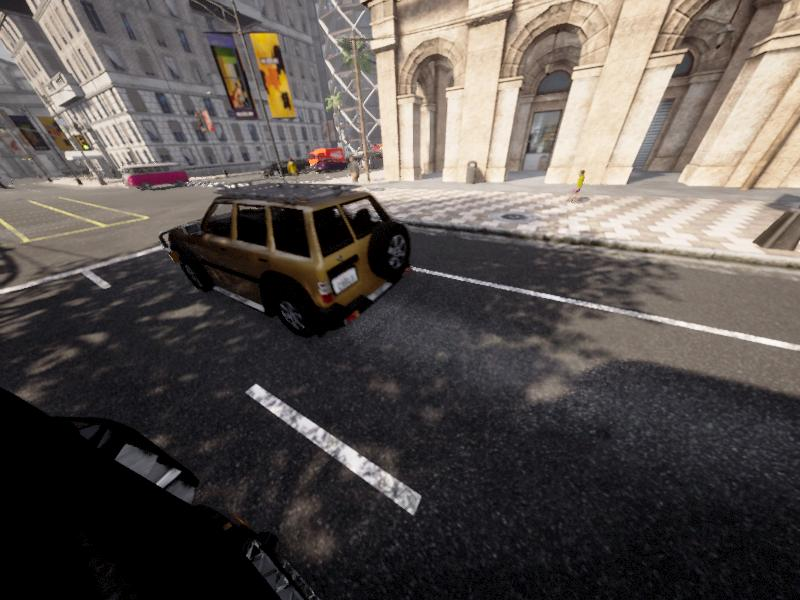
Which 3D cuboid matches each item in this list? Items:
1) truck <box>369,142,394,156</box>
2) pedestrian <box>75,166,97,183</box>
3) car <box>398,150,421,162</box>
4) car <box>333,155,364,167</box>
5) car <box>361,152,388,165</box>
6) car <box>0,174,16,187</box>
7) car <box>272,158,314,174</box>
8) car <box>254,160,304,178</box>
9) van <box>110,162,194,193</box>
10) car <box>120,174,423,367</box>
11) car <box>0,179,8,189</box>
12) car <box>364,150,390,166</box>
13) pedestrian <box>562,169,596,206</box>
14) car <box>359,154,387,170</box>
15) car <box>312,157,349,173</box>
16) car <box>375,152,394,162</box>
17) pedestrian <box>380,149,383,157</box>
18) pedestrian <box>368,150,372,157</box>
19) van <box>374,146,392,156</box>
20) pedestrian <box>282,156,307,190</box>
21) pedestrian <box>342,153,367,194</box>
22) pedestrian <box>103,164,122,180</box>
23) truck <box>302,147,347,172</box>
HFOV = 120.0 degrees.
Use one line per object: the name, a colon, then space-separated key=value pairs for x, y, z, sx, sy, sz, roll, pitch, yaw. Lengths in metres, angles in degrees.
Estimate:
truck: x=-6.583 y=-54.782 z=83.916 sx=8.468 sy=3.827 sz=2.891 roll=9 pitch=35 yaw=17
pedestrian: x=-40.284 y=-16.108 z=29.676 sx=0.751 sy=1.860 sz=0.751 roll=14 pitch=37 yaw=24
car: x=1.856 y=-27.332 z=43.689 sx=1.930 sy=1.638 sz=5.238 roll=16 pitch=38 yaw=27
car: x=-8.863 y=-24.320 z=40.242 sx=2.033 sy=1.411 sz=5.357 roll=16 pitch=38 yaw=26
car: x=-4.377 y=-25.027 z=40.718 sx=1.930 sy=1.638 sz=5.238 roll=16 pitch=37 yaw=26
car: x=-62.302 y=-18.310 z=35.524 sx=1.812 sy=1.442 sz=4.674 roll=-26 pitch=40 yaw=-31
car: x=-14.641 y=-18.568 z=31.929 sx=1.837 sy=1.490 sz=4.892 roll=16 pitch=38 yaw=26
car: x=-13.949 y=-15.358 z=27.020 sx=1.837 sy=1.490 sz=4.892 roll=15 pitch=37 yaw=25
van: x=-22.175 y=-11.194 z=20.953 sx=1.775 sy=1.987 sz=4.442 roll=15 pitch=38 yaw=26
car: x=-2.108 y=-1.003 z=3.974 sx=4.605 sy=1.855 sz=1.932 roll=16 pitch=38 yaw=27
car: x=-55.449 y=-15.836 z=31.132 sx=5.008 sy=1.535 sz=1.882 roll=16 pitch=38 yaw=27
car: x=-3.512 y=-22.100 z=35.994 sx=1.905 sy=1.878 sz=3.866 roll=16 pitch=38 yaw=26
pedestrian: x=6.355 y=-4.021 z=8.229 sx=0.500 sy=1.100 sz=0.500 roll=-23 pitch=38 yaw=-27
car: x=-3.460 y=-18.139 z=30.326 sx=1.845 sy=1.501 sz=3.633 roll=16 pitch=38 yaw=26
car: x=-8.546 y=-16.907 z=28.931 sx=1.816 sy=1.474 sz=4.193 roll=15 pitch=38 yaw=26
car: x=-3.204 y=-29.846 z=48.156 sx=1.994 sy=1.385 sz=4.181 roll=16 pitch=38 yaw=26
pedestrian: x=-5.000 y=-39.474 z=62.101 sx=0.751 sy=1.860 sz=0.751 roll=-5 pitch=33 yaw=-2
pedestrian: x=-8.805 y=-43.268 z=68.154 sx=0.751 sy=1.860 sz=0.751 roll=5 pitch=34 yaw=12
van: x=-5.939 y=-52.045 z=80.859 sx=5.915 sy=2.561 sz=1.988 roll=11 pitch=36 yaw=20
pedestrian: x=-6.816 y=-8.224 z=14.985 sx=0.751 sy=1.860 sz=0.751 roll=6 pitch=35 yaw=14
pedestrian: x=-2.417 y=-6.806 z=12.476 sx=0.751 sy=1.860 sz=0.751 roll=20 pitch=40 yaw=31
pedestrian: x=-41.275 y=-18.394 z=33.216 sx=0.751 sy=1.860 sz=0.751 roll=10 pitch=36 yaw=19
truck: x=-10.259 y=-19.536 z=32.096 sx=2.627 sy=2.467 sz=5.204 roll=16 pitch=40 yaw=26
